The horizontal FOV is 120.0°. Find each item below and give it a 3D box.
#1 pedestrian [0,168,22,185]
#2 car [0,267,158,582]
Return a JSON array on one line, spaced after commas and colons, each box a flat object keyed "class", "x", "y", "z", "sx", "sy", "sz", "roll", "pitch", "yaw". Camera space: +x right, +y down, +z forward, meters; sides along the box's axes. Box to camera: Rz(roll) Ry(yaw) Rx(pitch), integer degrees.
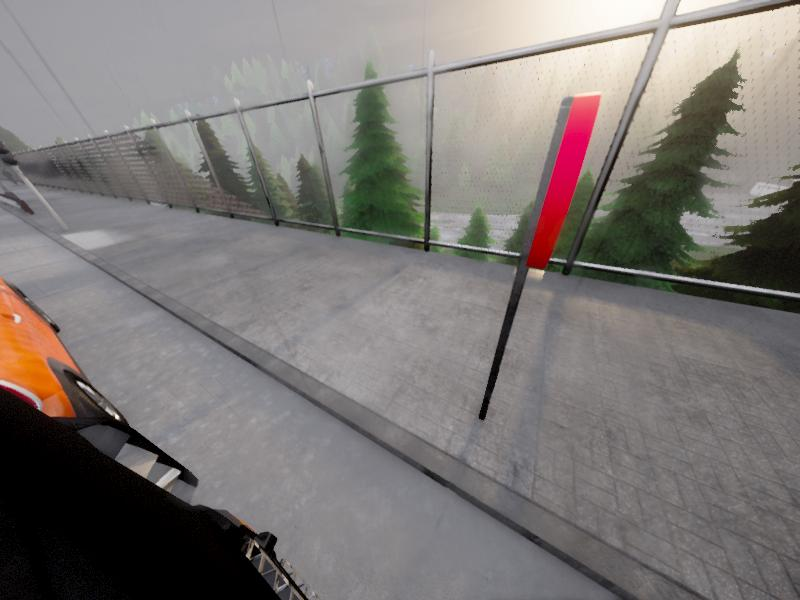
[{"class": "pedestrian", "x": -49.838, "y": -15.733, "z": 29.463, "sx": 0.751, "sy": 1.860, "sz": 0.751, "roll": 15, "pitch": 38, "yaw": 25}, {"class": "car", "x": -4.633, "y": 0.593, "z": 1.773, "sx": 4.553, "sy": 1.767, "sz": 2.097, "roll": 16, "pitch": 38, "yaw": 26}]
